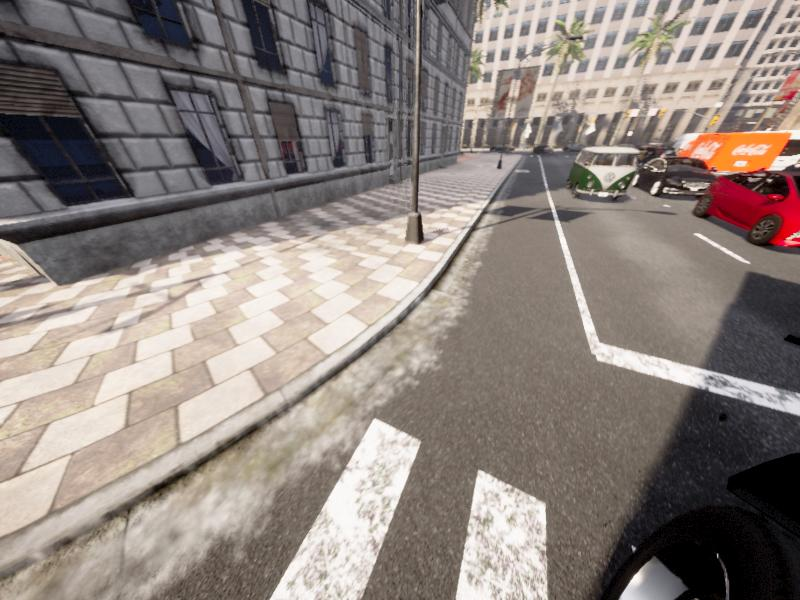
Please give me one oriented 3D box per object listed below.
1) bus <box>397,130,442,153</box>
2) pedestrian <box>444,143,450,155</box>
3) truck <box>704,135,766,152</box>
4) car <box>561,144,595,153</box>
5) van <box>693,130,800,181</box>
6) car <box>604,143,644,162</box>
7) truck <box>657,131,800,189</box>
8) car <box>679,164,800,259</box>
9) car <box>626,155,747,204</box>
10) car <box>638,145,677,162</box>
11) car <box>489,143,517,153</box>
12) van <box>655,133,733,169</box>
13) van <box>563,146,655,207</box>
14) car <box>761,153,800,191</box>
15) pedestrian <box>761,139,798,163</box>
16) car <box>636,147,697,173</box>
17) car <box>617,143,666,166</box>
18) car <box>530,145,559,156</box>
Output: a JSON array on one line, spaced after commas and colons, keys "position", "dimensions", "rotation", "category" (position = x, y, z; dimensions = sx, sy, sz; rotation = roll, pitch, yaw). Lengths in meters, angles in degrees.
[{"position": [4.650, -38.197, 55.861], "dimensions": [10.273, 4.253, 3.944], "rotation": [5, 35, 9], "category": "bus"}, {"position": [8.736, -28.085, 42.845], "dimensions": [0.751, 1.860, 0.751], "rotation": [9, 36, 14], "category": "pedestrian"}, {"position": [59.889, -28.082, 41.501], "dimensions": [5.204, 2.467, 2.627], "rotation": [15, 37, 21], "category": "truck"}, {"position": [34.923, -29.860, 45.541], "dimensions": [4.902, 1.511, 2.128], "rotation": [15, 37, 21], "category": "car"}, {"position": [24.054, -10.078, 15.979], "dimensions": [1.988, 2.561, 5.915], "rotation": [15, 37, 21], "category": "van"}, {"position": [27.247, -18.160, 28.346], "dimensions": [2.097, 1.767, 4.553], "rotation": [15, 37, 21], "category": "car"}, {"position": [18.904, -8.511, 13.867], "dimensions": [2.627, 2.467, 5.204], "rotation": [15, 37, 21], "category": "truck"}, {"position": [10.474, -2.587, 6.251], "dimensions": [2.007, 1.525, 4.514], "rotation": [14, 37, 21], "category": "car"}, {"position": [13.377, -6.094, 11.328], "dimensions": [1.837, 1.490, 4.892], "rotation": [14, 37, 21], "category": "car"}, {"position": [30.780, -17.666, 27.784], "dimensions": [1.845, 1.501, 3.633], "rotation": [15, 37, 22], "category": "car"}, {"position": [22.474, -33.226, 50.545], "dimensions": [5.238, 1.638, 1.930], "rotation": [15, 37, 21], "category": "car"}, {"position": [27.693, -14.391, 22.187], "dimensions": [1.988, 2.561, 5.915], "rotation": [15, 38, 21], "category": "van"}, {"position": [9.229, -5.922, 10.734], "dimensions": [1.775, 1.987, 4.442], "rotation": [14, 37, 21], "category": "van"}, {"position": [21.254, -6.325, 11.462], "dimensions": [1.845, 1.501, 3.633], "rotation": [15, 37, 21], "category": "car"}, {"position": [35.073, -13.765, 21.401], "dimensions": [0.751, 1.860, 0.751], "rotation": [17, 38, 24], "category": "pedestrian"}, {"position": [21.932, -11.740, 19.270], "dimensions": [1.851, 1.617, 3.988], "rotation": [15, 37, 21], "category": "car"}, {"position": [24.648, -15.076, 23.834], "dimensions": [1.932, 1.855, 4.605], "rotation": [15, 37, 21], "category": "car"}, {"position": [25.129, -26.263, 40.511], "dimensions": [1.812, 1.442, 4.674], "rotation": [-4, 35, -5], "category": "car"}]
